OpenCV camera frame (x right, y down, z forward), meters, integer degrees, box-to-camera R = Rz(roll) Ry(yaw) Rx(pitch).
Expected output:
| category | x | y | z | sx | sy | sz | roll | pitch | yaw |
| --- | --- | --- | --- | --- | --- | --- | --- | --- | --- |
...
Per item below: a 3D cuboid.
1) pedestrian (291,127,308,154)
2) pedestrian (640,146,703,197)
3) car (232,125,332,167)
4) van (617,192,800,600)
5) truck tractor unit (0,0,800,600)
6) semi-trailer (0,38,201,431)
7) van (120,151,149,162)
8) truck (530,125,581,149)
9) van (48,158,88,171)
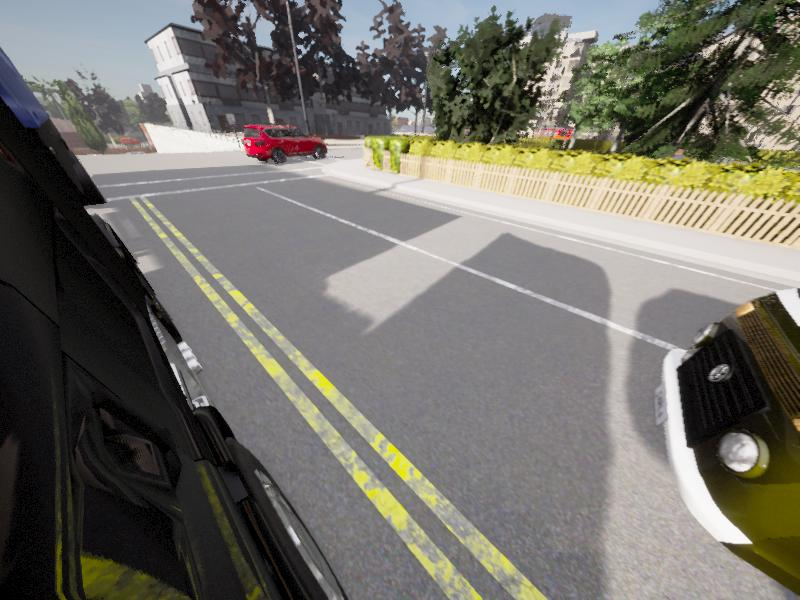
| category | x | y | z | sx | sy | sz | roll | pitch | yaw |
| --- | --- | --- | --- | --- | --- | --- | --- | --- | --- |
| pedestrian | -8.727 | -13.890 | 20.101 | 0.751 | 1.860 | 0.751 | 27 | 43 | 29 |
| pedestrian | 11.865 | -5.658 | 10.185 | 0.751 | 1.860 | 0.751 | -8 | 38 | -14 |
| car | -7.759 | -10.811 | 15.983 | 2.150 | 2.045 | 5.566 | 23 | 43 | 26 |
| van | 3.844 | 1.336 | 0.422 | 4.480 | 2.038 | 2.069 | 29 | 44 | 31 |
| truck tractor unit | -2.645 | -0.295 | 0.351 | 6.516 | 4.208 | 3.053 | 28 | 44 | 30 |
| semi-trailer | -8.671 | -3.624 | 4.253 | 14.254 | 4.402 | 2.717 | 28 | 44 | 30 |
| van | -72.140 | -39.093 | 62.887 | 2.069 | 2.038 | 4.480 | 29 | 44 | 31 |
| truck | 33.129 | -34.959 | 49.537 | 8.468 | 3.827 | 2.891 | -6 | 36 | -11 |
| van | -71.268 | -29.137 | 49.690 | 1.775 | 1.987 | 4.442 | 29 | 44 | 31 |
